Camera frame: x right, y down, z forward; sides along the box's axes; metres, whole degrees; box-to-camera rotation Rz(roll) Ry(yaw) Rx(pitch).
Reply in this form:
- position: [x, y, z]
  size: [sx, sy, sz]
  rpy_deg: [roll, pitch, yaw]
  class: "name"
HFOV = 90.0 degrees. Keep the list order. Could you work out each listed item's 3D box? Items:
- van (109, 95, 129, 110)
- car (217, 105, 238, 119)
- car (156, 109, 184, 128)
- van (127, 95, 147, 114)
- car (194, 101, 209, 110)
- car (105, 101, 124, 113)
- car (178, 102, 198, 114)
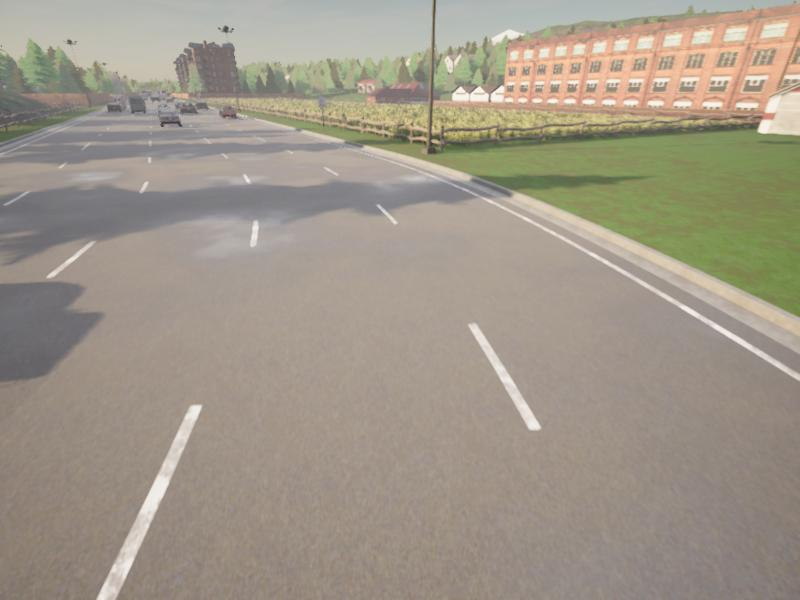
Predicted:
- position: [-55.300, -38.955, 78.828]
  size: [2.351, 2.431, 6.366]
  rpy_deg: [-14, 31, -26]
  class: "van"
- position: [-22.286, -24.275, 51.659]
  size: [1.845, 1.501, 3.633]
  rpy_deg: [-14, 31, -25]
  class: "car"
- position: [-23.324, -18.398, 40.449]
  size: [2.033, 1.411, 5.357]
  rpy_deg: [-14, 31, -25]
  class: "car"
- position: [-42.474, -31.680, 64.695]
  size: [1.988, 2.561, 5.915]
  rpy_deg: [-14, 31, -25]
  class: "van"
- position: [-39.130, -38.369, 78.807]
  size: [1.837, 1.490, 4.892]
  rpy_deg: [-14, 31, -26]
  class: "car"
- position: [-47.943, -32.489, 67.249]
  size: [1.930, 1.638, 5.238]
  rpy_deg: [-14, 31, -26]
  class: "car"
- position: [-34.320, -31.048, 64.661]
  size: [2.242, 1.667, 4.611]
  rpy_deg: [-14, 31, -25]
  class: "car"
